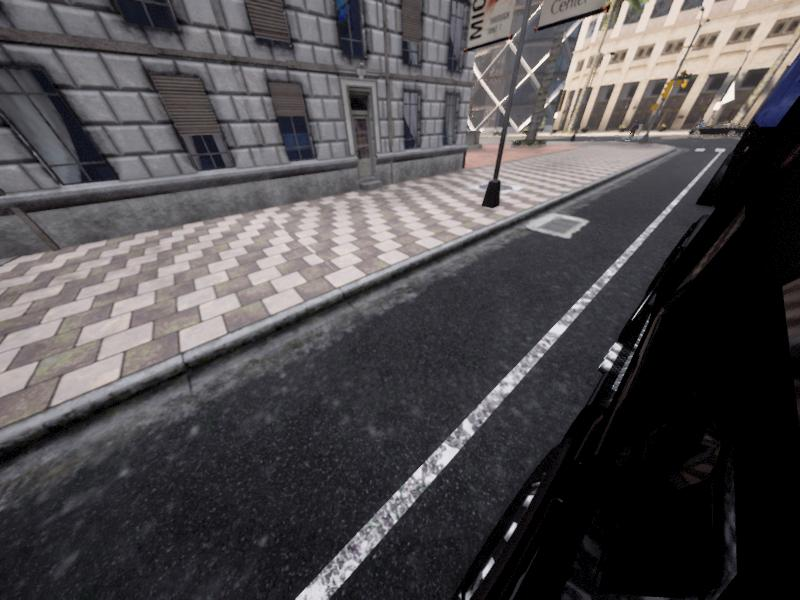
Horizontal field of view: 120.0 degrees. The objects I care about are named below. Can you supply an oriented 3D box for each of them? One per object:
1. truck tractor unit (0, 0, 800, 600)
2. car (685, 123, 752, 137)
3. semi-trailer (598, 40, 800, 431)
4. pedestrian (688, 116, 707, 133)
[{"bbox_3d":[2.645,-0.295,0.351,6.516,4.208,3.053,-28,44,-30],"label":"truck tractor unit"},{"bbox_3d":[39.131,-20.970,28.515,1.895,1.301,4.718,-28,43,-30],"label":"car"},{"bbox_3d":[8.701,-3.588,4.247,14.254,4.402,2.717,-28,44,-30],"label":"semi-trailer"},{"bbox_3d":[43.755,-25.819,34.005,0.751,1.860,0.751,15,40,22],"label":"pedestrian"}]
